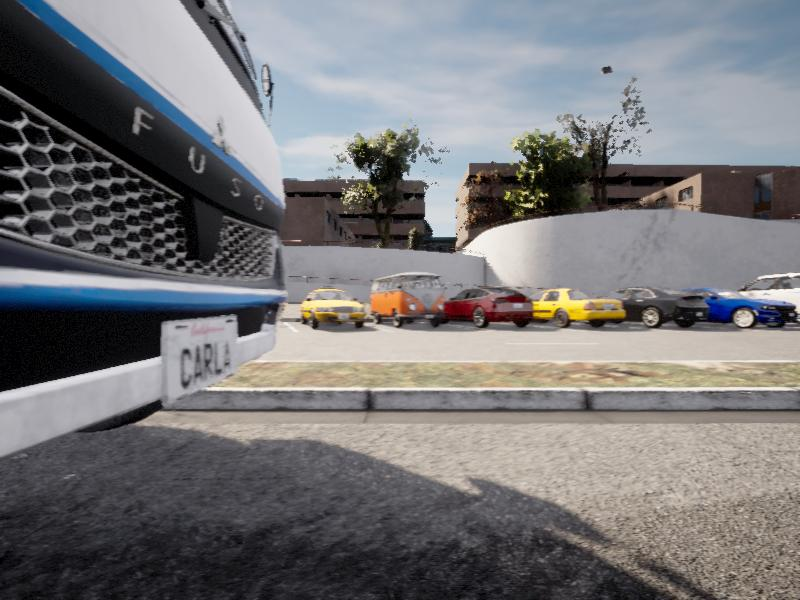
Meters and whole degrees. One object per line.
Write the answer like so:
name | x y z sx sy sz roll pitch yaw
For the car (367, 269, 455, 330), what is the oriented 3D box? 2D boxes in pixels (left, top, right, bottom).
car | 0.237 0.010 15.497 1.878 1.987 4.442 1 -1 -20

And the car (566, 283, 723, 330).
car | 9.141 0.243 15.594 2.231 1.521 4.892 0 -1 -20

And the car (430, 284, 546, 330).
car | 3.164 0.268 15.628 2.163 1.488 4.792 0 -1 -20

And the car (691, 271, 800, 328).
car | 15.092 0.001 15.628 2.435 2.045 5.566 0 -1 -20

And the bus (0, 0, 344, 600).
bus | -5.713 -1.125 1.818 10.273 4.253 3.944 -1 0 0

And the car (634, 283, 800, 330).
car | 12.127 0.246 15.606 2.097 1.535 5.008 1 -1 -20

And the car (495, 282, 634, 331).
car | 6.094 0.238 15.775 1.946 1.575 5.366 0 -1 -20

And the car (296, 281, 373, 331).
car | -2.722 0.231 15.431 1.946 1.575 5.366 1 -1 -20

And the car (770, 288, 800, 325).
car | 18.093 0.263 15.608 2.231 1.521 4.892 1 -1 -20
